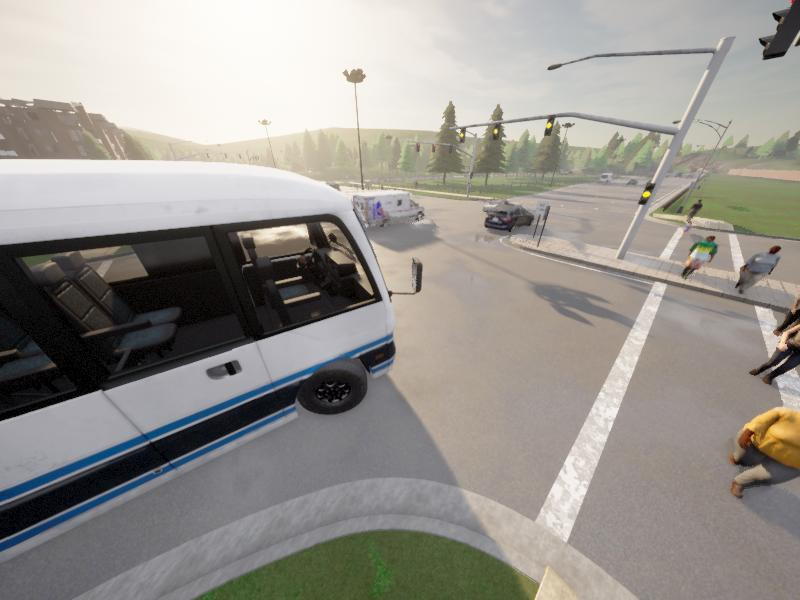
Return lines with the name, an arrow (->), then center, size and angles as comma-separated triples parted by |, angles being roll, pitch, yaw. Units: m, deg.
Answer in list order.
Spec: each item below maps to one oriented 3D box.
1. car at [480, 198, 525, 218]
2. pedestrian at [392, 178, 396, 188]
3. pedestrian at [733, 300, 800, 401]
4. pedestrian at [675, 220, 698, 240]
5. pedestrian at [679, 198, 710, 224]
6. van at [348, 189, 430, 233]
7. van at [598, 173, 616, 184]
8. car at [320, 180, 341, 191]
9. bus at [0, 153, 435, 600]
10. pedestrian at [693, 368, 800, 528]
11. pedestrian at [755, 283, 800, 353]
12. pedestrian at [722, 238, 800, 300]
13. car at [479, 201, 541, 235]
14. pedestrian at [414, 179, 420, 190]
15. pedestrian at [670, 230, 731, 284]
car -> 10.383, -9.368, 23.295 | 4.718, 1.301, 1.895 | -23, 37, -34
pedestrian -> -1.308, -25.906, 51.023 | 0.751, 1.860, 0.751 | -20, 36, -31
pedestrian -> 8.118, 1.003, 4.720 | 0.751, 1.860, 0.751 | -19, 35, -29
pedestrian -> 18.772, -4.575, 15.142 | 0.500, 1.100, 0.500 | 25, 38, 36
pedestrian -> 23.628, -7.162, 18.557 | 0.751, 1.860, 0.751 | 20, 36, 31
van -> -0.720, -7.455, 18.851 | 6.366, 2.431, 2.351 | -23, 37, -34
van -> 60.529, -35.700, 67.617 | 5.915, 2.561, 1.988 | -23, 37, -34
car -> -14.547, -24.047, 48.375 | 1.930, 1.638, 5.238 | -22, 37, -34
bus -> -4.930, 0.651, 2.987 | 10.273, 4.253, 3.944 | -18, 35, -28
pedestrian -> 5.094, 1.962, 3.059 | 0.751, 1.860, 0.751 | -20, 35, -30
pedestrian -> 10.510, 0.327, 5.960 | 0.751, 1.860, 0.751 | -20, 36, -31
pedestrian -> 12.448, -1.078, 8.020 | 0.751, 1.860, 0.751 | -25, 38, -36
car -> 8.557, -6.468, 17.898 | 4.611, 1.667, 2.242 | -23, 37, -34
pedestrian -> 3.282, -22.598, 45.294 | 0.751, 1.860, 0.751 | -20, 36, -31
pedestrian -> 11.748, -1.694, 9.087 | 0.751, 1.860, 0.751 | -21, 36, -32
